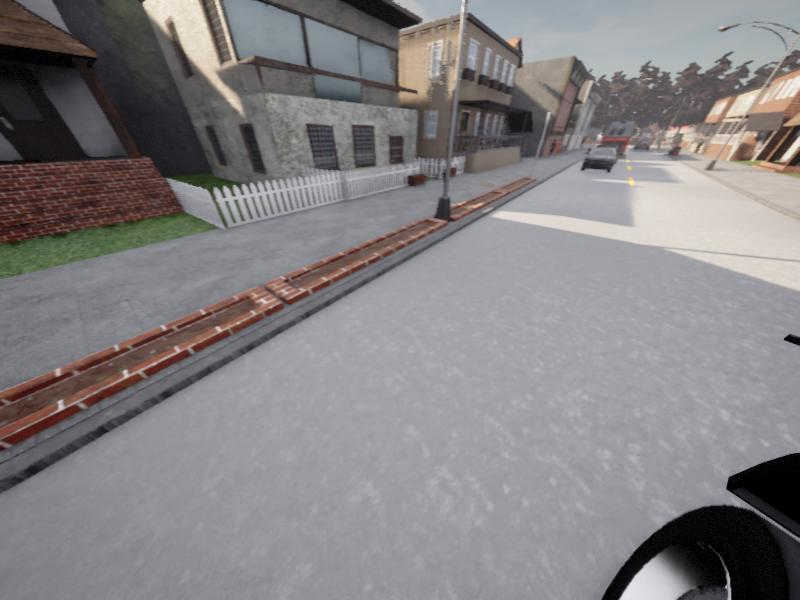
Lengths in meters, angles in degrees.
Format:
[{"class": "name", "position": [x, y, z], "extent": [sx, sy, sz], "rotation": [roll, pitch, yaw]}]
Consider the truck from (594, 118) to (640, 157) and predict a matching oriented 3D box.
[{"class": "truck", "position": [29.324, -21.903, 31.270], "extent": [2.891, 3.827, 8.468], "rotation": [25, 42, 30]}]

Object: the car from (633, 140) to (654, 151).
[{"class": "car", "position": [44.645, -28.436, 42.419], "extent": [2.038, 1.542, 4.974], "rotation": [25, 42, 30]}]

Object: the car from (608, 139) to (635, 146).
[{"class": "car", "position": [58.978, -42.015, 61.556], "extent": [2.033, 1.411, 5.357], "rotation": [-2, 36, -3]}]

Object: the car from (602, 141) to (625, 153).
[{"class": "car", "position": [34.748, -24.918, 37.514], "extent": [2.163, 1.488, 4.792], "rotation": [25, 42, 30]}]

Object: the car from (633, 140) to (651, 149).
[{"class": "car", "position": [48.535, -31.223, 46.465], "extent": [1.994, 1.385, 4.181], "rotation": [25, 42, 30]}]

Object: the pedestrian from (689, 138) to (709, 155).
[{"class": "pedestrian", "position": [40.380, -20.817, 31.254], "extent": [0.751, 1.860, 0.751], "rotation": [23, 42, 29]}]

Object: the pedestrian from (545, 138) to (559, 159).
[{"class": "pedestrian", "position": [16.353, -16.298, 24.864], "extent": [0.751, 1.860, 0.751], "rotation": [18, 39, 23]}]

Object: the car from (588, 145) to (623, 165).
[{"class": "car", "position": [20.284, -14.303, 22.732], "extent": [1.994, 1.385, 4.181], "rotation": [25, 42, 30]}]

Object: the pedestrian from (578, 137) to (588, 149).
[{"class": "pedestrian", "position": [35.056, -30.139, 44.265], "extent": [0.751, 1.860, 0.751], "rotation": [26, 43, 31]}]

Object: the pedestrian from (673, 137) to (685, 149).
[{"class": "pedestrian", "position": [53.087, -29.877, 43.954], "extent": [0.751, 1.860, 0.751], "rotation": [26, 43, 31]}]

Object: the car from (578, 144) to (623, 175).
[{"class": "car", "position": [15.521, -10.998, 17.864], "extent": [1.930, 1.638, 5.238], "rotation": [24, 42, 29]}]

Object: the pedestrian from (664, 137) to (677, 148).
[{"class": "pedestrian", "position": [56.976, -33.225, 48.631], "extent": [0.751, 1.860, 0.751], "rotation": [13, 37, 17]}]

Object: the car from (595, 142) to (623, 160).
[{"class": "car", "position": [24.020, -17.097, 26.488], "extent": [1.789, 1.549, 3.705], "rotation": [25, 42, 30]}]

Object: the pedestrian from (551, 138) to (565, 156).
[{"class": "pedestrian", "position": [19.074, -18.496, 27.943], "extent": [0.751, 1.860, 0.751], "rotation": [17, 39, 22]}]
